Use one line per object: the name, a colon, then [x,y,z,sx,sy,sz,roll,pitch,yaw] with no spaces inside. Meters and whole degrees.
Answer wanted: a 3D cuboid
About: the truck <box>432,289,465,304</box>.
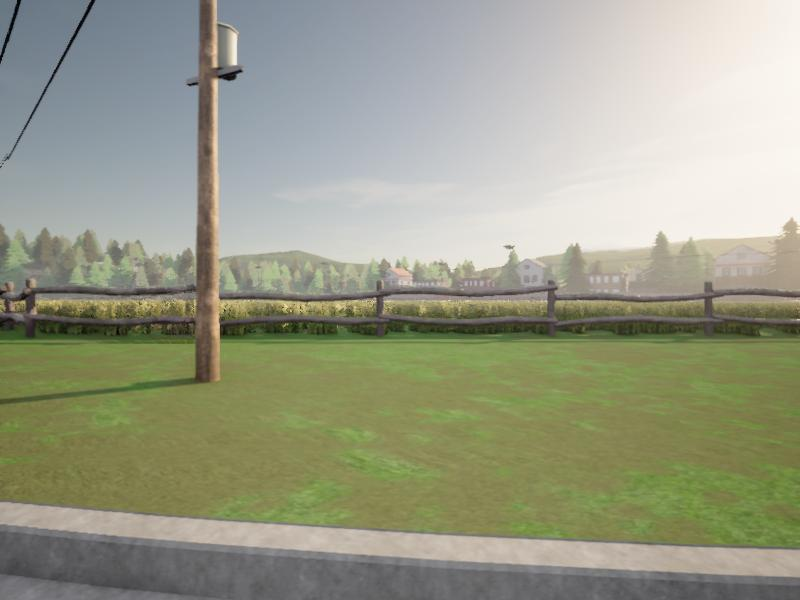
truck: [12.908,-0.884,106.075,8.468,3.827,2.891,0,0,40]
